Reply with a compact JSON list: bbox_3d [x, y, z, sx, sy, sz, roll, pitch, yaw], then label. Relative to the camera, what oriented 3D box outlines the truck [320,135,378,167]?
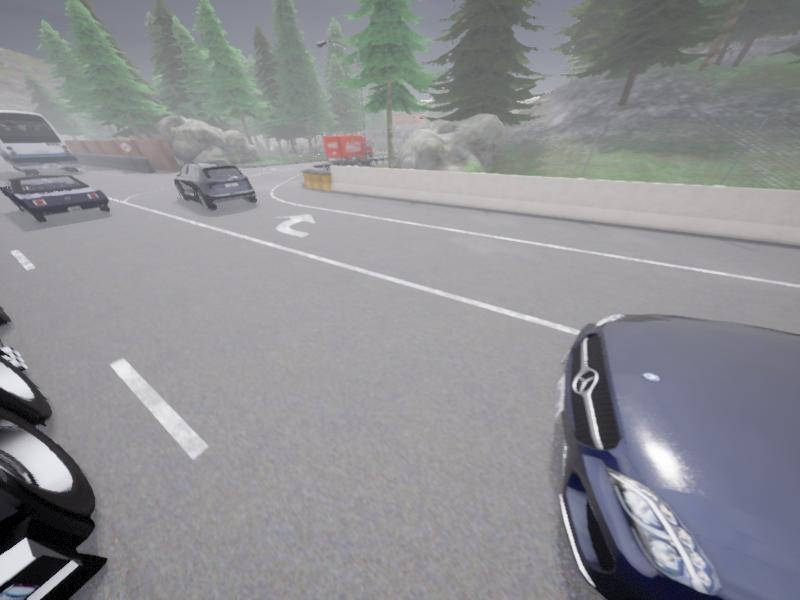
[{"bbox_3d":[-4.893,-15.135,23.344,2.627,2.467,5.204,19,40,25],"label":"truck"}]

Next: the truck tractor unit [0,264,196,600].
[{"bbox_3d":[-5.113,-0.297,0.793,6.516,4.208,3.053,18,39,24],"label":"truck tractor unit"}]

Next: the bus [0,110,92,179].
[{"bbox_3d":[-33.012,-13.719,20.373,10.273,4.253,3.944,20,40,26],"label":"bus"}]

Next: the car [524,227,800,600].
[{"bbox_3d":[3.508,1.266,0.736,5.027,1.651,2.152,18,39,24],"label":"car"}]

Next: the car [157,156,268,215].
[{"bbox_3d":[-8.282,-5.206,10.165,4.856,1.649,2.033,25,42,31],"label":"car"}]

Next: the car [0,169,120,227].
[{"bbox_3d":[-13.342,-4.063,8.864,4.718,1.301,1.895,18,39,24],"label":"car"}]
